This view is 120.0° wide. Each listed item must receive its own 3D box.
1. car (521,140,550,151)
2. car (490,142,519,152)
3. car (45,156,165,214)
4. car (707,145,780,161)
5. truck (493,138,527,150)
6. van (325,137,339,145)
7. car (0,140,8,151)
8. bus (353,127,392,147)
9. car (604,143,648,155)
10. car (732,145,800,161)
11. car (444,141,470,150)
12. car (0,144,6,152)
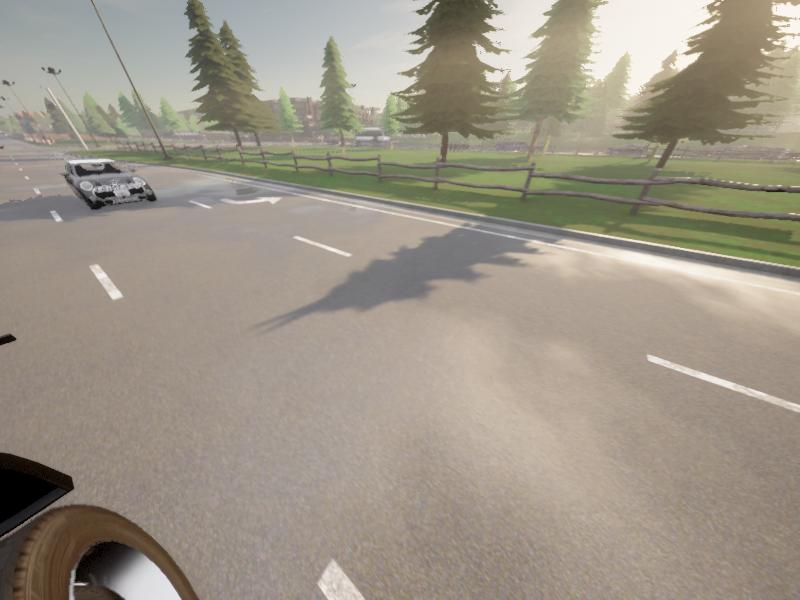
[{"bbox_3d":[27.782,-31.751,47.524,4.605,1.855,1.932,22,40,28],"label":"car"},{"bbox_3d":[20.329,-29.731,44.900,4.514,1.525,2.007,22,41,28],"label":"car"},{"bbox_3d":[-11.616,-4.671,9.126,3.806,1.475,1.970,22,41,28],"label":"car"},{"bbox_3d":[45.185,-19.549,30.633,4.856,1.649,2.033,22,41,28],"label":"car"},{"bbox_3d":[24.969,-35.467,52.571,6.274,2.098,2.390,22,41,28],"label":"truck"},{"bbox_3d":[-22.548,-52.492,76.320,4.442,1.987,1.775,22,41,28],"label":"van"},{"bbox_3d":[-67.802,-24.821,37.114,2.163,1.488,4.792,23,41,28],"label":"car"},{"bbox_3d":[-7.476,-44.666,63.419,10.273,4.253,3.944,22,41,28],"label":"bus"},{"bbox_3d":[39.728,-26.738,40.752,5.238,1.638,1.930,22,41,28],"label":"car"},{"bbox_3d":[49.967,-20.011,31.423,4.974,1.542,2.038,23,41,28],"label":"car"},{"bbox_3d":[12.938,-35.287,52.597,5.238,1.638,1.930,22,41,28],"label":"car"},{"bbox_3d":[-64.845,-23.772,35.547,1.851,1.617,3.988,23,41,28],"label":"car"}]
